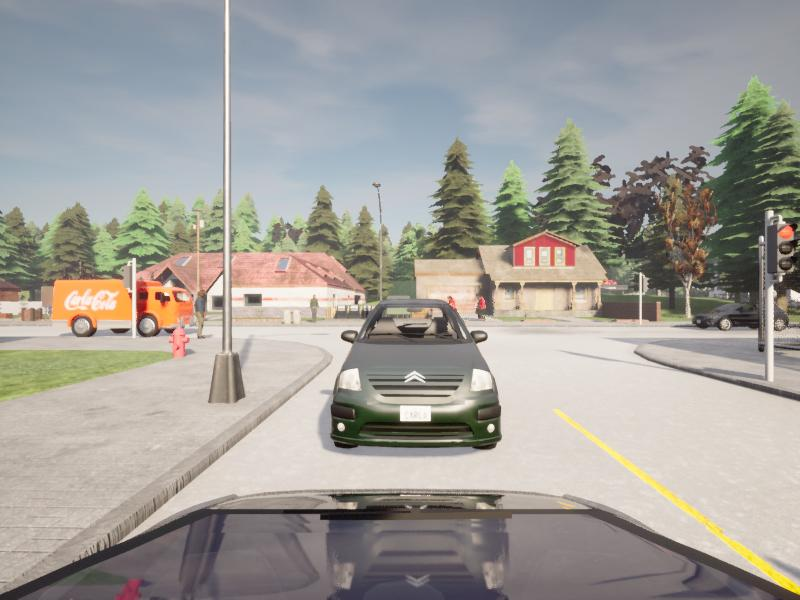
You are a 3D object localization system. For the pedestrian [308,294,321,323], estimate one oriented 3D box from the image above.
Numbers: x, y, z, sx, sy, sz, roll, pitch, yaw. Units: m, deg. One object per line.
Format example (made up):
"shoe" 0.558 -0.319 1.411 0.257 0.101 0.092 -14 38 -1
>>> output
"pedestrian" -5.507 0.533 25.747 0.751 1.860 0.751 0 0 -13

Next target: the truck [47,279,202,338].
"truck" -12.129 0.354 17.970 5.204 2.467 2.627 0 0 1

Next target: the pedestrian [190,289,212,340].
"pedestrian" -7.594 0.534 15.250 0.751 1.860 0.751 0 0 -28

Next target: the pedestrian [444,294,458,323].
"pedestrian" 3.346 0.533 26.422 0.751 1.860 0.751 0 0 -8

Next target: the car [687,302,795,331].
"car" 18.033 0.854 21.315 4.193 1.474 1.816 0 0 1

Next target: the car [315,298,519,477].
"car" 0.190 0.788 5.622 1.851 1.617 3.988 0 0 1

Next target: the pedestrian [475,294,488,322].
"pedestrian" 5.448 0.533 26.809 0.751 1.860 0.751 0 0 3

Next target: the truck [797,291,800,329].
"truck" 25.345 0.542 21.160 6.274 2.098 2.390 0 0 1

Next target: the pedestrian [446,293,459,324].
"pedestrian" 3.180 0.533 24.378 0.751 1.860 0.751 0 0 3
